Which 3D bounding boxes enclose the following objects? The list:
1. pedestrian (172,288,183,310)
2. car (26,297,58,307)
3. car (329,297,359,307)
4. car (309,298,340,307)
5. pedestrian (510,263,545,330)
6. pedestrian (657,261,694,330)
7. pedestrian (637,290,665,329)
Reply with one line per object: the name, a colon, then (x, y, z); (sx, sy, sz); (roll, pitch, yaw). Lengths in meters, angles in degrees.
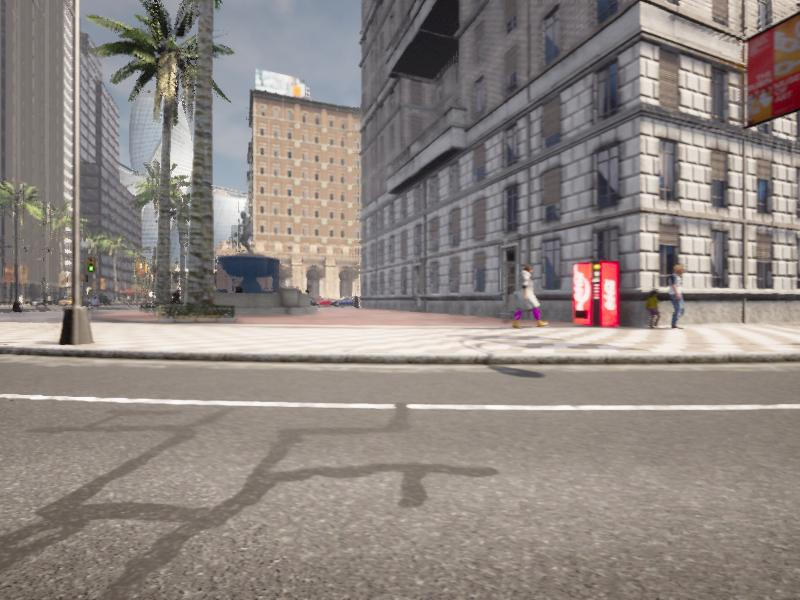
pedestrian: (-19.555, -0.098, 35.125); (0.751, 1.860, 0.751); (0, 0, -38)
car: (-56.751, 0.303, 63.541); (2.128, 1.511, 4.902); (0, 0, -21)
car: (-8.005, 0.277, 57.008); (3.806, 1.475, 1.970); (0, 0, -21)
car: (-11.265, 0.333, 59.493); (4.181, 1.385, 1.994); (0, 0, -22)
pedestrian: (3.640, -0.110, 11.488); (0.751, 1.860, 0.751); (0, 0, -2)
pedestrian: (7.785, -0.111, 11.300); (0.751, 1.860, 0.751); (0, 0, 42)
pedestrian: (7.340, 0.269, 11.703); (0.500, 1.100, 0.500); (0, 0, -19)
